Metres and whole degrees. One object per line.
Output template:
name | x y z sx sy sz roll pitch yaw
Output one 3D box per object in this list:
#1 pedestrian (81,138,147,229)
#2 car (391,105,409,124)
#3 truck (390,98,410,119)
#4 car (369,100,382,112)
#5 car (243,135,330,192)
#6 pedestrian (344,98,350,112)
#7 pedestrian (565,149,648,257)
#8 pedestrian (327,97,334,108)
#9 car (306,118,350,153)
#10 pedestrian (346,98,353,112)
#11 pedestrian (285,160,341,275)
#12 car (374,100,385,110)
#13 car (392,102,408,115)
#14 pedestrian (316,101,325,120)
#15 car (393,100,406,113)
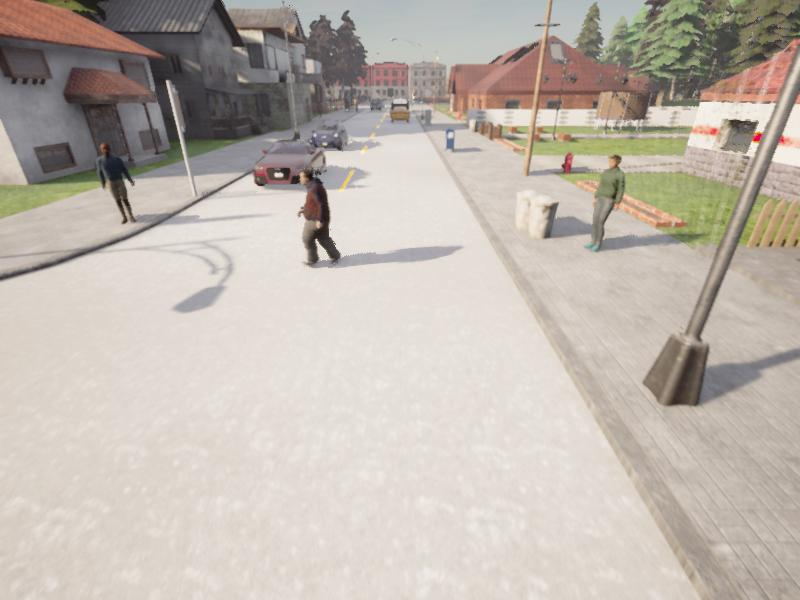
pedestrian | -6.621 -2.730 9.363 0.751 1.860 0.751 -15 31 -26
car | 0.011 -19.847 42.682 1.882 1.535 5.008 0 28 0
truck | 0.009 -23.558 49.166 2.390 2.098 6.274 0 28 0
car | -3.985 -31.722 65.287 1.851 1.617 3.988 0 28 0
car | -3.993 -5.195 14.877 1.994 1.385 4.181 0 28 0
pedestrian | -7.894 -29.205 59.929 0.751 1.860 0.751 -1 28 -1
pedestrian | 3.919 -1.867 7.716 0.751 1.860 0.751 -7 28 -13
pedestrian | -12.960 -36.949 74.700 0.751 1.860 0.751 16 32 27
car | -3.995 -9.426 22.786 1.845 1.501 3.633 0 28 0
pedestrian | -7.652 -29.472 60.438 0.751 1.860 0.751 5 28 10
pedestrian | -1.527 -1.472 7.186 0.751 1.860 0.751 -5 28 -9
car | -3.979 -38.387 78.658 2.007 1.525 4.514 0 28 0
car | 0.003 -26.886 56.156 2.128 1.511 4.902 0 28 0
pedestrian | -8.826 -21.062 44.376 0.751 1.860 0.751 -3 28 -6
car | -0.047 -30.065 62.125 1.851 1.617 3.988 0 28 1
